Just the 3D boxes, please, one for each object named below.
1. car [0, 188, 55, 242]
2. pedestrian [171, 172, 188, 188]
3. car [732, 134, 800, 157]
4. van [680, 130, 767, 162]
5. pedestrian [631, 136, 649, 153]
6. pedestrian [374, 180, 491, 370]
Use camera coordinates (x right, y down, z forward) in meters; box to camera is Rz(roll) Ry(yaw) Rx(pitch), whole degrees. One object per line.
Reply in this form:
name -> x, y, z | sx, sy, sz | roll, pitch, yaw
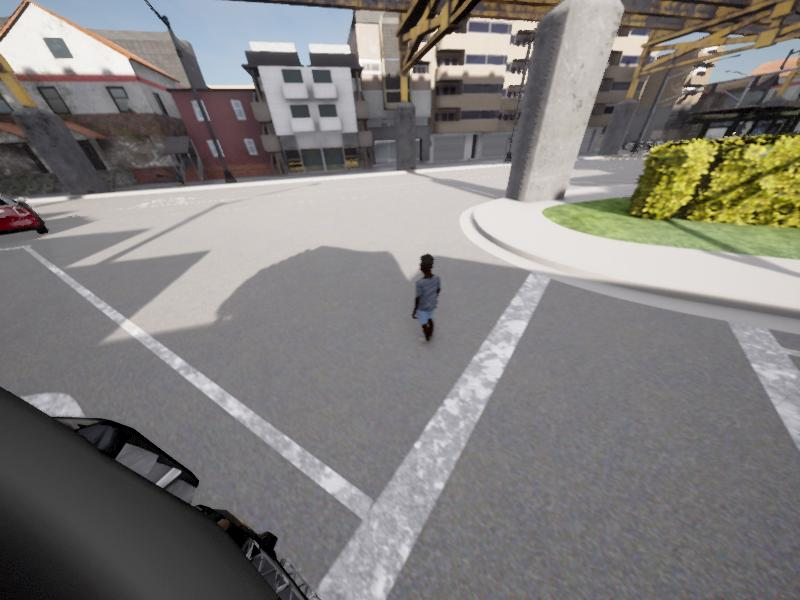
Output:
car -> -15.847, -3.327, 8.987 | 3.806, 1.475, 1.970 | 18, 39, 29
pedestrian -> -18.886, -10.285, 19.793 | 0.500, 1.100, 0.500 | -12, 35, -14
car -> 34.657, -14.401, 21.517 | 5.366, 1.575, 1.801 | -11, 34, -11
van -> 27.802, -13.289, 19.978 | 4.480, 2.038, 2.069 | -11, 34, -11
pedestrian -> 31.448, -20.393, 30.280 | 0.751, 1.860, 0.751 | 3, 34, 9
pedestrian -> 0.319, -0.254, 2.620 | 0.751, 1.860, 0.751 | -24, 39, -28
